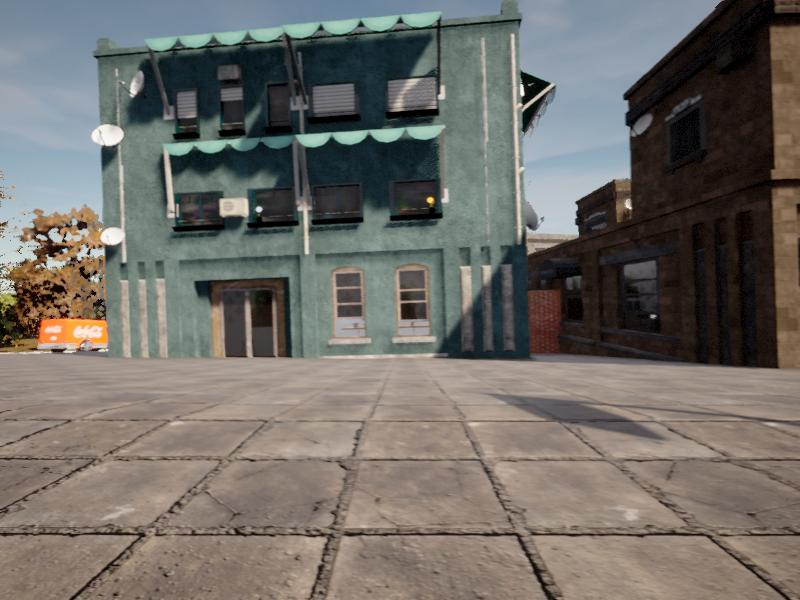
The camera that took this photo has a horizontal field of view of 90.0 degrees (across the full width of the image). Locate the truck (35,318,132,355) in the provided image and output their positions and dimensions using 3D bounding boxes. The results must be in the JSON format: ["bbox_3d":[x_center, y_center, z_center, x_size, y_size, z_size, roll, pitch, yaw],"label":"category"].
[{"bbox_3d":[-23.572,2.796,30.177,2.627,2.467,5.204,-2,-6,9],"label":"truck"}]
